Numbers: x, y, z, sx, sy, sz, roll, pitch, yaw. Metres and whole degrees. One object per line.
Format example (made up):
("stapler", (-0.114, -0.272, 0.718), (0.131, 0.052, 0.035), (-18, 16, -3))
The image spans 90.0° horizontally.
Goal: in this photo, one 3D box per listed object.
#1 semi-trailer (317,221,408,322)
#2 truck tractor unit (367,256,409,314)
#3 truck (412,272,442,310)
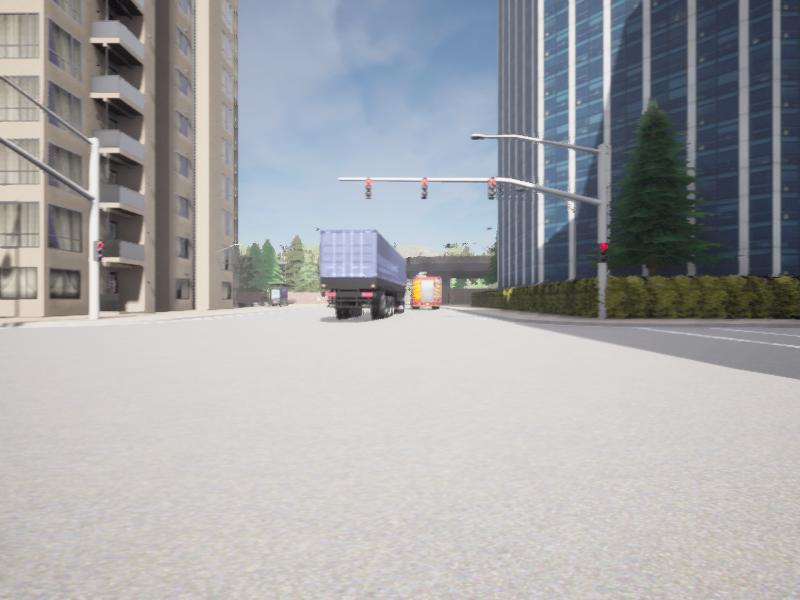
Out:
("semi-trailer", (-1.512, -1.220, 24.651), (2.717, 4.402, 14.254), (0, 0, 6))
("truck tractor unit", (-0.837, -1.121, 32.530), (3.053, 4.208, 6.516), (0, 0, 1))
("truck", (2.825, -0.921, 44.342), (2.891, 3.827, 8.468), (0, 0, 1))
